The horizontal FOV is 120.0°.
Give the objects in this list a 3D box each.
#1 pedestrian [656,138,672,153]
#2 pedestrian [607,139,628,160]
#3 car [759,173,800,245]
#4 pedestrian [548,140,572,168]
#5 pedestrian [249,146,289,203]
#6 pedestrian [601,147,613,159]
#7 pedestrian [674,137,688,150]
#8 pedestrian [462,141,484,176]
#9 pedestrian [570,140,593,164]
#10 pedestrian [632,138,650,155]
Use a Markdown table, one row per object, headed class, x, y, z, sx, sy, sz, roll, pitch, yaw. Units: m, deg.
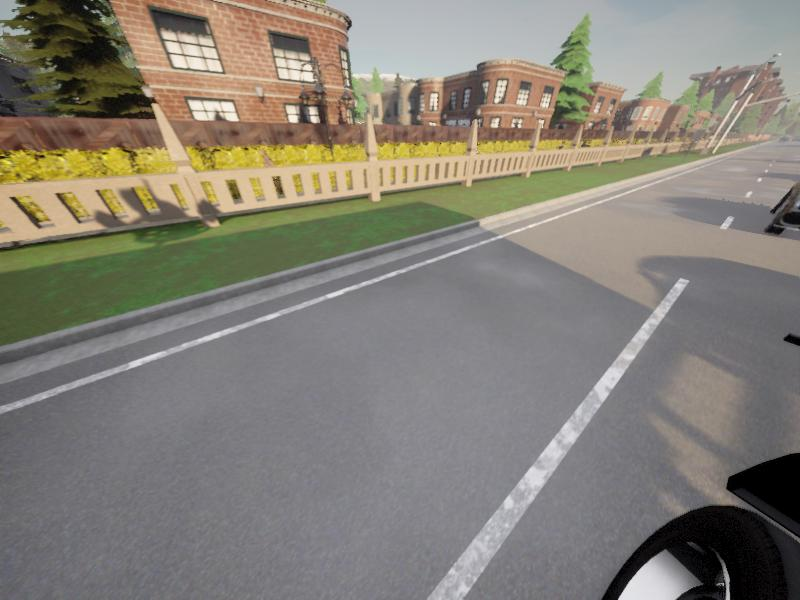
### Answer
| class | x | y | z | sx | sy | sz | roll | pitch | yaw |
| --- | --- | --- | --- | --- | --- | --- | --- | --- | --- |
| pedestrian | 38.367 | -22.455 | 33.592 | 0.751 | 1.860 | 0.751 | -23 | 41 | -29 |
| pedestrian | 23.239 | -16.104 | 24.702 | 0.751 | 1.860 | 0.751 | -23 | 41 | -28 |
| car | 12.408 | -2.731 | 6.278 | 5.027 | 1.651 | 2.152 | -23 | 41 | -28 |
| pedestrian | 12.942 | -11.827 | 18.718 | 0.751 | 1.860 | 0.751 | -23 | 41 | -28 |
| pedestrian | -5.082 | -4.904 | 9.034 | 0.751 | 1.860 | 0.751 | -23 | 41 | -29 |
| pedestrian | 23.408 | -16.649 | 26.140 | 0.500 | 1.100 | 0.500 | -19 | 39 | -24 |
| pedestrian | 51.221 | -28.528 | 42.110 | 0.751 | 1.860 | 0.751 | -22 | 41 | -28 |
| pedestrian | 4.721 | -9.200 | 15.056 | 0.751 | 1.860 | 0.751 | -24 | 41 | -29 |
| pedestrian | 16.559 | -13.517 | 21.088 | 0.751 | 1.860 | 0.751 | -16 | 38 | -21 |
| pedestrian | 31.739 | -20.186 | 30.430 | 0.751 | 1.860 | 0.751 | -22 | 41 | -28 |
